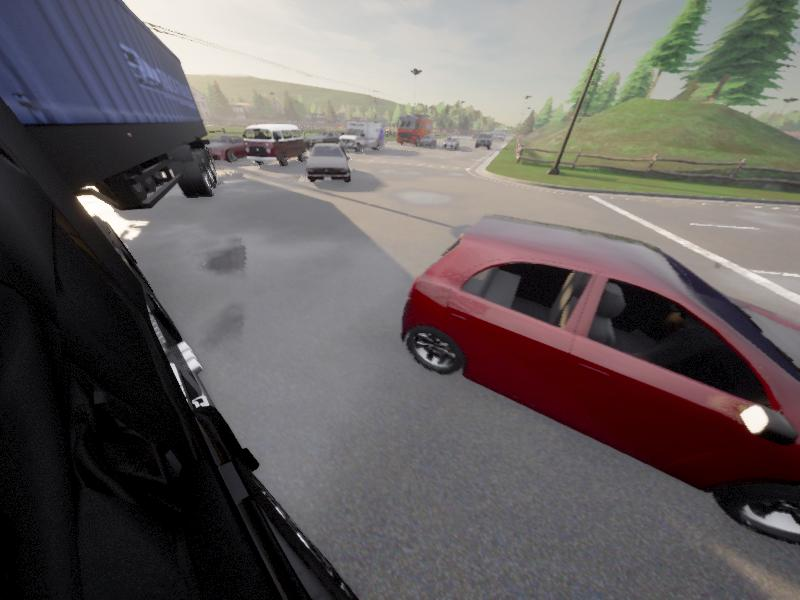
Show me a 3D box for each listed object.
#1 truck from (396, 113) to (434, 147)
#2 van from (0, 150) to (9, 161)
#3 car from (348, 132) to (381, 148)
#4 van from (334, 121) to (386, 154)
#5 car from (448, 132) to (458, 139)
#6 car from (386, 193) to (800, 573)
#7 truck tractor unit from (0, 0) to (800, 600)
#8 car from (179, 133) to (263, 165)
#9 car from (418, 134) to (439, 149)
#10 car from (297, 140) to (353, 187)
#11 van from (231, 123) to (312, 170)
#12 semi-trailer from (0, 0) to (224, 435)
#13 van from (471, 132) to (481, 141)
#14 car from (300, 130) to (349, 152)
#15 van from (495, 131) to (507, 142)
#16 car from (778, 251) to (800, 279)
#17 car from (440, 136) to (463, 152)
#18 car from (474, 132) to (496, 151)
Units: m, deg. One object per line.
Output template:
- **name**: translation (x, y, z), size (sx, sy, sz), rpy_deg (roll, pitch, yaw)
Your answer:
- **truck**: translation (2.434, -26.375, 35.913), size (2.891, 3.827, 8.468), rpy_deg (16, 39, 17)
- **van**: translation (-22.661, -7.970, 11.142), size (4.480, 2.038, 2.069), rpy_deg (14, 38, 15)
- **car**: translation (-4.518, -21.128, 30.396), size (2.163, 1.488, 4.792), rpy_deg (16, 39, 17)
- **van**: translation (-3.865, -16.928, 24.028), size (2.351, 2.431, 6.366), rpy_deg (16, 39, 17)
- **car**: translation (16.385, -50.779, 71.347), size (2.038, 1.542, 4.974), rpy_deg (16, 39, 17)
- **car**: translation (1.895, 0.233, 2.193), size (3.633, 1.501, 1.845), rpy_deg (21, 41, 23)
- **truck tractor unit**: translation (-2.645, -0.295, 0.352), size (6.516, 4.208, 3.053), rpy_deg (28, 44, 30)
- **car**: translation (-11.203, -9.853, 14.964), size (1.994, 1.385, 4.181), rpy_deg (5, 37, 3)
- **car**: translation (4.010, -22.268, 32.439), size (1.845, 1.501, 3.633), rpy_deg (16, 39, 17)
- **car**: translation (-3.592, -7.057, 11.702), size (2.033, 1.411, 5.357), rpy_deg (-5, 37, -10)
- **van**: translation (-7.570, -9.622, 14.329), size (2.069, 2.038, 4.480), rpy_deg (5, 37, 4)
- **semi-trailer**: translation (-6.988, -4.399, 5.385), size (2.717, 4.402, 14.254), rpy_deg (-17, 41, -23)
- **van**: translation (22.509, -48.640, 68.554), size (1.775, 1.987, 4.442), rpy_deg (16, 39, 17)
- **car**: translation (-7.675, -16.698, 24.146), size (2.152, 1.651, 5.027), rpy_deg (15, 38, 16)
- **van**: translation (30.047, -48.528, 68.522), size (2.351, 2.431, 6.366), rpy_deg (16, 39, 17)
- **car**: translation (9.954, -0.480, 3.674), size (3.633, 1.501, 1.845), rpy_deg (8, 37, 7)
- **car**: translation (6.883, -20.838, 30.757), size (1.970, 1.475, 3.806), rpy_deg (16, 39, 17)
- **car**: translation (12.885, -24.070, 34.997), size (2.150, 2.045, 5.566), rpy_deg (16, 39, 17)
